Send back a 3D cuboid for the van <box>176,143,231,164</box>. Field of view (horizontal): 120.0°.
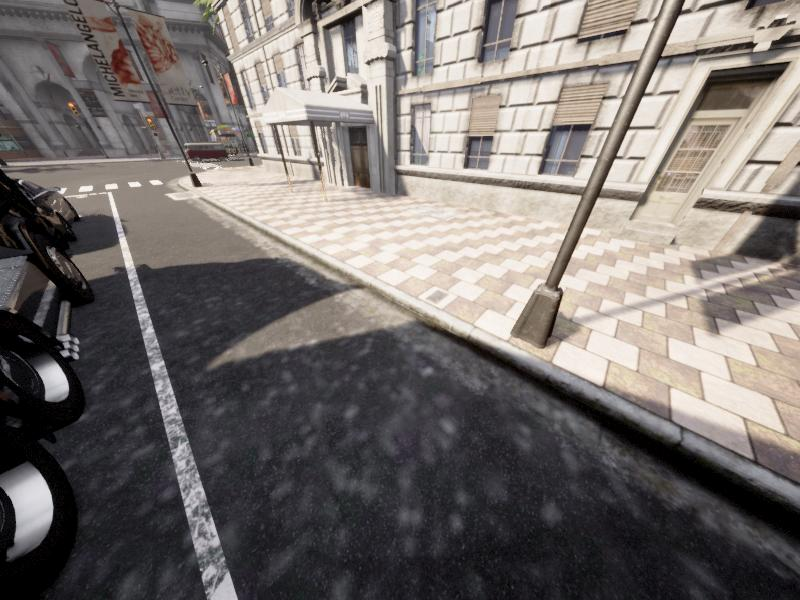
[{"bbox_3d":[-24.063,-18.156,28.491,1.775,1.987,4.442,28,44,34],"label":"van"}]

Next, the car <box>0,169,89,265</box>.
[{"bbox_3d":[-10.634,-2.442,6.257,4.902,1.511,2.128,28,44,34],"label":"car"}]

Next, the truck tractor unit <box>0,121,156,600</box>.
[{"bbox_3d":[-4.849,-0.504,1.069,6.516,4.208,3.053,28,44,34],"label":"truck tractor unit"}]
